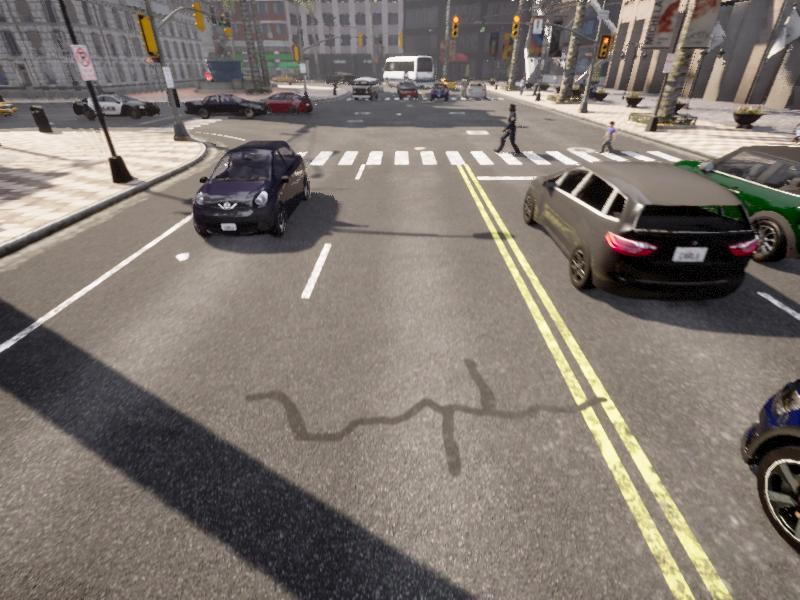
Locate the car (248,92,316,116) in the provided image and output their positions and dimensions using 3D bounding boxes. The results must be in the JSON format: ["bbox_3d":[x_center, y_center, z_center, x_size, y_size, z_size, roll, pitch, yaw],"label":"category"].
[{"bbox_3d":[-8.576,-14.354,29.214,4.181,1.385,1.994,9,31,15],"label":"car"}]

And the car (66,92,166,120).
[{"bbox_3d":[-19.057,-13.141,27.025,4.974,1.542,2.038,0,30,1],"label":"car"}]

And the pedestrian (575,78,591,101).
[{"bbox_3d":[16.832,-19.389,36.874,0.751,1.860,0.751,2,30,4],"label":"pedestrian"}]

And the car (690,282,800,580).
[{"bbox_3d":[3.730,1.816,1.266,2.033,1.649,4.856,0,30,1],"label":"car"}]

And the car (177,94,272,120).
[{"bbox_3d":[-11.705,-13.123,27.099,5.357,1.411,2.033,-1,30,-2],"label":"car"}]

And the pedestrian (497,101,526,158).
[{"bbox_3d":[4.154,-6.400,15.029,0.751,1.860,0.751,4,31,7],"label":"pedestrian"}]

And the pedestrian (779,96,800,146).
[{"bbox_3d":[16.483,-7.317,16.241,0.751,1.860,0.751,7,31,11],"label":"pedestrian"}]

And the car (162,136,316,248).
[{"bbox_3d":[-3.204,-2.562,8.876,1.845,1.501,3.633,0,30,0],"label":"car"}]

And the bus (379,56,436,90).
[{"bbox_3d":[0.983,-35.400,62.290,3.944,4.253,10.273,-17,34,-26],"label":"bus"}]

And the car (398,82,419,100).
[{"bbox_3d":[0.885,-22.542,43.058,2.163,1.488,4.792,0,30,0],"label":"car"}]

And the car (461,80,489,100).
[{"bbox_3d":[7.977,-22.681,43.076,2.242,1.667,4.611,0,30,1],"label":"car"}]

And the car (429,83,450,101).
[{"bbox_3d":[4.038,-21.051,40.444,1.845,1.501,3.633,4,30,6],"label":"car"}]

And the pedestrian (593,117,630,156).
[{"bbox_3d":[8.127,-6.326,15.440,0.751,1.300,0.751,-1,30,-1],"label":"pedestrian"}]

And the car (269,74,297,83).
[{"bbox_3d":[-24.478,-46.477,83.978,5.366,1.575,1.801,9,32,15],"label":"car"}]

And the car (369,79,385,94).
[{"bbox_3d":[-2.925,-27.314,51.183,1.845,1.501,3.633,-3,30,-5],"label":"car"}]

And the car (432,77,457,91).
[{"bbox_3d":[6.395,-31.318,57.935,1.801,1.575,5.366,-7,31,-12],"label":"car"}]

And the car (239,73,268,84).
[{"bbox_3d":[-28.822,-43.593,78.781,4.605,1.855,1.932,6,31,12],"label":"car"}]

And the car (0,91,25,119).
[{"bbox_3d":[-29.179,-13.205,27.131,5.366,1.575,1.801,0,30,1],"label":"car"}]

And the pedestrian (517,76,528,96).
[{"bbox_3d":[13.251,-23.137,43.294,0.751,1.860,0.751,6,31,11],"label":"pedestrian"}]

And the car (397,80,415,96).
[{"bbox_3d":[0.683,-25.932,48.856,1.970,1.475,3.806,-2,30,-3],"label":"car"}]

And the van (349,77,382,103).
[{"bbox_3d":[-3.333,-21.147,40.136,2.069,2.038,4.480,7,31,10],"label":"van"}]

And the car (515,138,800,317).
[{"bbox_3d":[3.837,-1.654,7.154,2.242,1.667,4.611,0,30,1],"label":"car"}]

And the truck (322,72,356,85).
[{"bbox_3d":[-11.438,-41.555,74.995,6.274,2.098,2.390,22,37,32],"label":"truck"}]

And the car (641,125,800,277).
[{"bbox_3d":[7.354,-2.283,8.091,2.097,1.767,4.553,0,30,1],"label":"car"}]
